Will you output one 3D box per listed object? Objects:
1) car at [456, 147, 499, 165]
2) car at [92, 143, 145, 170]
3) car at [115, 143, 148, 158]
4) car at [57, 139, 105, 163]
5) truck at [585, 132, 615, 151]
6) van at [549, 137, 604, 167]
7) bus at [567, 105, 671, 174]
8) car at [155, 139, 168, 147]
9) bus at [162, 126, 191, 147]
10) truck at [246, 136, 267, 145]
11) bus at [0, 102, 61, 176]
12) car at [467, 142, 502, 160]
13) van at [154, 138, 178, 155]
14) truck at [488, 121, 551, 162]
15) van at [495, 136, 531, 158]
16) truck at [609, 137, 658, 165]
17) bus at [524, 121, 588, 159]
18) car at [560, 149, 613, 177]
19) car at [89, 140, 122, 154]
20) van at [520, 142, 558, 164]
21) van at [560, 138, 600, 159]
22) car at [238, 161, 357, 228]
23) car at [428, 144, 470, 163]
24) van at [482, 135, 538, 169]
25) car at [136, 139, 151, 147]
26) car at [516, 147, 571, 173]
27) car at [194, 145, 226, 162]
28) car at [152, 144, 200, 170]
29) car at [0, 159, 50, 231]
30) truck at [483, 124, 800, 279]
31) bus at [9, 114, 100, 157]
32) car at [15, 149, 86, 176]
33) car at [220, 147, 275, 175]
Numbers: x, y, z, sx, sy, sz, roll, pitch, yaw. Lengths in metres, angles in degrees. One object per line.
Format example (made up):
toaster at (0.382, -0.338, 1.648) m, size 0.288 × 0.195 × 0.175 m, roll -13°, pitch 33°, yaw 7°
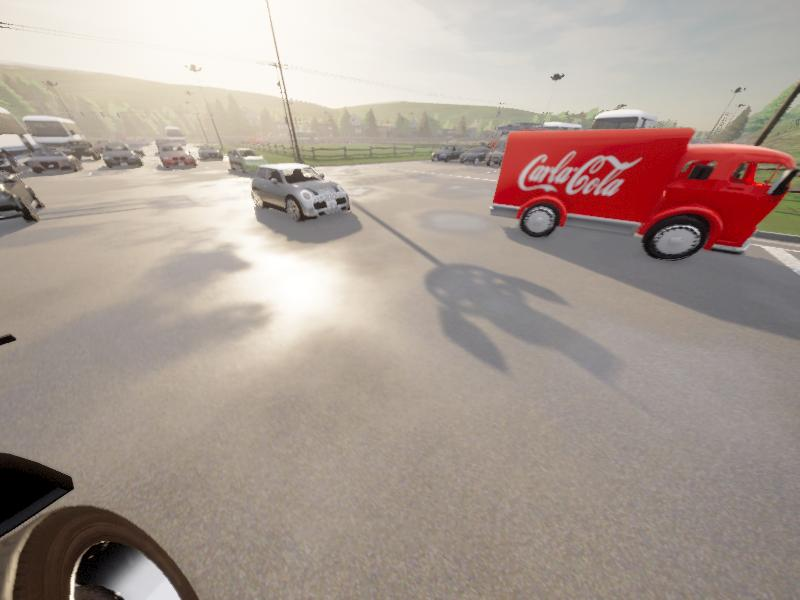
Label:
car at (8.494, -15.712, 25.122) m, size 4.892 × 1.490 × 1.837 m, roll -27°, pitch 43°, yaw -33°
car at (-24.433, -12.687, 20.274) m, size 2.242 × 1.667 × 4.611 m, roll -27°, pitch 43°, yaw -33°
car at (-35.390, -19.904, 30.598) m, size 2.163 × 1.488 × 4.792 m, roll -26°, pitch 43°, yaw -32°
car at (-33.976, -16.046, 24.752) m, size 1.905 × 1.878 × 3.866 m, roll -26°, pitch 44°, yaw -32°
truck at (51.487, -40.889, 59.467) m, size 8.468 × 3.827 × 2.891 m, roll -27°, pitch 43°, yaw -33°
van at (19.017, -16.006, 24.850) m, size 6.366 × 2.431 × 2.351 m, roll -27°, pitch 43°, yaw -33°
bus at (20.300, -14.618, 21.300) m, size 10.273 × 4.253 × 3.944 m, roll -27°, pitch 43°, yaw -33°
car at (-62.696, -41.374, 60.793) m, size 1.801 × 1.575 × 5.366 m, roll -26°, pitch 43°, yaw -32°
bus at (-61.251, -44.686, 63.205) m, size 3.944 × 4.253 × 10.273 m, roll -26°, pitch 43°, yaw -33°
truck at (-49.992, -55.630, 80.479) m, size 5.204 × 2.467 × 2.627 m, roll -27°, pitch 43°, yaw -33°
bus at (-30.681, -11.868, 16.788) m, size 3.944 × 4.253 × 10.273 m, roll -27°, pitch 43°, yaw -33°
car at (11.325, -19.968, 30.886) m, size 4.605 × 1.855 × 1.932 m, roll -27°, pitch 43°, yaw -33°
van at (-35.044, -22.961, 34.518) m, size 1.775 × 1.987 × 4.442 m, roll -26°, pitch 43°, yaw -32°
truck at (15.272, -20.061, 29.370) m, size 8.468 × 3.827 × 2.891 m, roll -27°, pitch 43°, yaw -33°
van at (17.087, -23.127, 34.881) m, size 5.915 × 2.561 × 1.988 m, roll -26°, pitch 43°, yaw -33°
truck at (27.443, -17.571, 27.143) m, size 5.204 × 2.467 × 2.627 m, roll -27°, pitch 43°, yaw -33°
bus at (24.124, -24.575, 35.533) m, size 10.273 × 4.253 × 3.944 m, roll -27°, pitch 43°, yaw -33°
car at (14.548, -10.753, 18.027) m, size 3.988 × 1.617 × 1.851 m, roll -27°, pitch 43°, yaw -33°
car at (-45.944, -23.997, 36.147) m, size 2.242 × 1.667 × 4.611 m, roll -26°, pitch 43°, yaw -32°
van at (16.036, -17.011, 26.632) m, size 4.442 × 1.987 × 1.775 m, roll -27°, pitch 43°, yaw -33°
van at (26.787, -22.580, 34.309) m, size 6.366 × 2.431 × 2.351 m, roll -27°, pitch 43°, yaw -33°
car at (-3.640, -3.944, 8.224) m, size 3.806 × 1.475 × 1.970 m, roll 25°, pitch 42°, yaw 31°
car at (5.760, -17.094, 26.906) m, size 4.611 × 1.667 × 2.242 m, roll -27°, pitch 43°, yaw -33°
van at (10.833, -14.631, 22.699) m, size 5.915 × 2.561 × 1.988 m, roll -26°, pitch 43°, yaw -33°
car at (-65.709, -40.336, 59.238) m, size 2.033 × 1.649 × 4.856 m, roll -26°, pitch 43°, yaw -33°
car at (12.849, -12.585, 20.604) m, size 5.027 × 1.651 × 2.152 m, roll -27°, pitch 43°, yaw -33°
car at (-22.060, -17.068, 26.809) m, size 1.994 × 1.385 × 4.181 m, roll -26°, pitch 43°, yaw -33°
car at (-19.888, -12.785, 20.469) m, size 2.242 × 1.667 × 4.611 m, roll -28°, pitch 44°, yaw -34°
car at (-12.971, -3.283, 7.106) m, size 3.705 × 1.549 × 1.789 m, roll 27°, pitch 43°, yaw 32°
truck at (5.408, -2.899, 5.986) m, size 5.204 × 2.467 × 2.627 m, roll 22°, pitch 41°, yaw 28°
bus at (-46.887, -22.719, 32.063) m, size 3.944 × 4.253 × 10.273 m, roll -26°, pitch 43°, yaw -33°
car at (-25.542, -10.287, 17.105) m, size 1.994 × 1.385 × 4.181 m, roll -28°, pitch 44°, yaw -34°
car at (-11.839, -10.832, 17.903) m, size 4.514 × 1.525 × 2.007 m, roll 30°, pitch 44°, yaw 35°
